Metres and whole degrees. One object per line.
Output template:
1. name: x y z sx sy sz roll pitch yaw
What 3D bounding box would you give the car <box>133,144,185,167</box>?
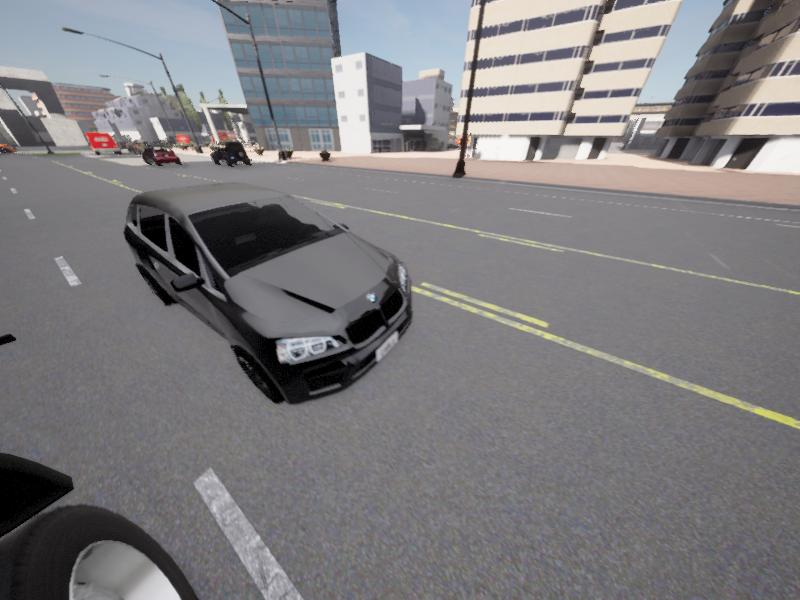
1. car: -22.166 -13.335 21.256 3.988 1.617 1.851 21 40 27

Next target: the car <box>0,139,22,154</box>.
1. car: -57.820 -21.477 32.338 4.553 1.767 2.097 -29 44 -35

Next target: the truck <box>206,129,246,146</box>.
1. truck: -51.960 -48.751 69.354 2.891 3.827 8.468 27 43 32

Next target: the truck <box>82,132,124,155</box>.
1. truck: -41.340 -21.681 32.142 5.204 2.467 2.627 25 42 33

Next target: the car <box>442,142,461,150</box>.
1. car: 15.929 -47.764 71.620 5.238 1.638 1.930 21 40 25

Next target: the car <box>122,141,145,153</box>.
1. car: -43.925 -25.352 38.158 1.789 1.549 3.705 -25 42 -31

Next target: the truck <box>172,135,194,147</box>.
1. truck: -53.851 -39.422 57.267 2.627 2.467 5.204 -29 45 -35

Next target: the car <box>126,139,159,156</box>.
1. car: -36.846 -21.896 33.046 4.605 1.855 1.932 24 42 30

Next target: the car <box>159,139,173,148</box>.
1. car: -55.822 -37.305 55.026 1.789 1.549 3.705 -25 42 -32

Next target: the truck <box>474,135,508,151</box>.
1. truck: 26.932 -46.868 68.807 8.468 3.827 2.891 21 40 25

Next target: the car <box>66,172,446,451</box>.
1. car: -2.030 -0.640 3.354 4.611 1.667 2.242 21 40 27

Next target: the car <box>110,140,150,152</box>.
1. car: -50.910 -29.169 43.715 2.152 1.651 5.027 -5 36 -8

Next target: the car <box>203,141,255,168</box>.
1. car: -15.455 -13.255 20.957 3.866 1.878 1.905 21 40 27

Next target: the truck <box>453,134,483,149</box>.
1. truck: 22.690 -53.312 77.691 8.468 3.827 2.891 21 40 25
